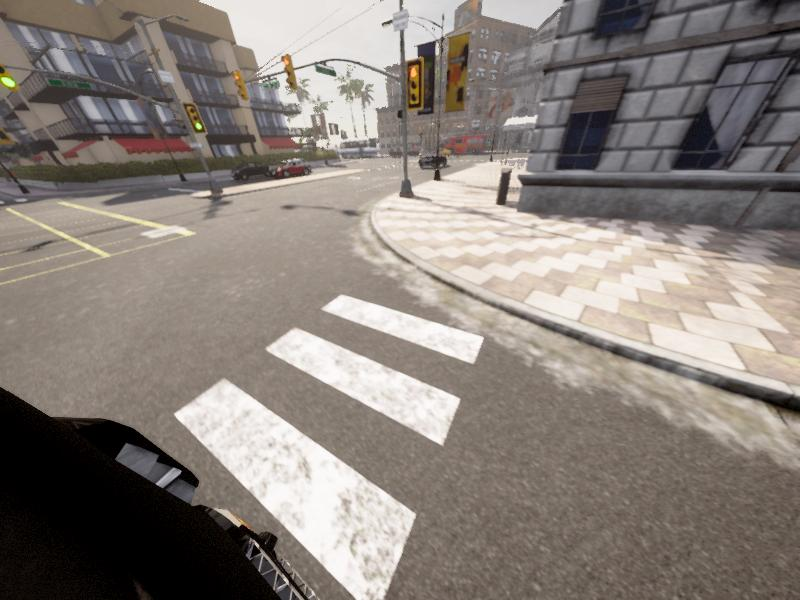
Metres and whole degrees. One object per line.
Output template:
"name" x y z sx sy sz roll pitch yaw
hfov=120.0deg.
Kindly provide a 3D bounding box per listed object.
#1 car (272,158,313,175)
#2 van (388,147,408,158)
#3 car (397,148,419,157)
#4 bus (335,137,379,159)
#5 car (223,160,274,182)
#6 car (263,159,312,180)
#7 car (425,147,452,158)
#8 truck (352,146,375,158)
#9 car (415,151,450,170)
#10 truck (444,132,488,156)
"car" -12.648 -15.906 27.501 1.970 1.475 3.806 16 38 26
"van" -0.558 -35.259 55.159 4.442 1.987 1.775 16 38 26
"car" 2.036 -36.625 57.314 5.238 1.638 1.930 16 38 26
"bus" -11.087 -39.072 59.658 10.273 4.253 3.944 16 38 26
"car" -15.304 -13.215 23.600 1.789 1.549 3.705 15 38 25
"car" -11.308 -13.315 23.505 1.970 1.475 3.806 15 38 25
"car" 7.922 -30.631 47.902 5.366 1.575 1.801 -5 34 -3
"truck" -9.947 -40.331 63.073 5.204 2.467 2.627 16 38 26
"car" 3.730 -15.723 25.905 2.128 1.511 4.902 15 38 25
"truck" 14.241 -34.098 50.584 8.468 3.827 2.891 16 38 26
